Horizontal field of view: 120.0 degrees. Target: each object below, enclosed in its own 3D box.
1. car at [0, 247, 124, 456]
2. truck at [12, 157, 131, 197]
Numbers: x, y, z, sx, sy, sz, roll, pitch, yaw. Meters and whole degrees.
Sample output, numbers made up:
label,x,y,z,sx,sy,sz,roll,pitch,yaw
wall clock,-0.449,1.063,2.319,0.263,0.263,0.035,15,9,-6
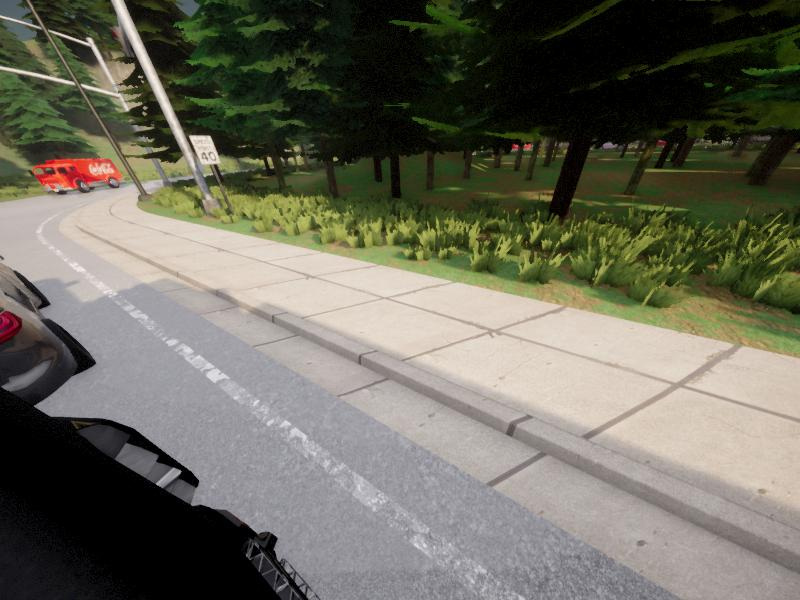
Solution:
label,x,y,z,sx,sy,sz,roll,pitch,yaw
car,-5.791,0.288,2.440,4.611,1.667,2.242,16,38,26
truck,-27.891,-10.844,20.159,2.627,2.467,5.204,-7,34,-6
